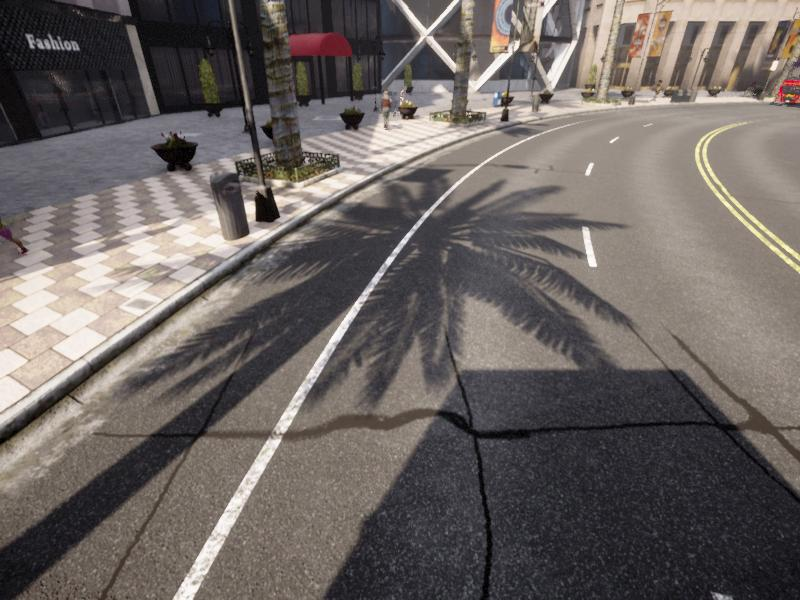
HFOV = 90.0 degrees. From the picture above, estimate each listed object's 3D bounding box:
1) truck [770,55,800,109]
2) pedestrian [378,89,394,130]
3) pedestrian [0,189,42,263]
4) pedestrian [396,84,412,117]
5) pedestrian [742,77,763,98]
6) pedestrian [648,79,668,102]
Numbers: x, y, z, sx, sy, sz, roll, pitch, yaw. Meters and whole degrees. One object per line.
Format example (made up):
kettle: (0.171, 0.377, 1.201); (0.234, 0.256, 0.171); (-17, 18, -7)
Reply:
truck: (37.212, -18.409, 33.735); (8.468, 3.827, 2.891); (-3, 30, -5)
pedestrian: (-0.737, -9.793, 20.575); (0.751, 1.860, 0.751); (-2, 30, -4)
pedestrian: (-6.694, -1.248, 6.702); (0.500, 1.100, 0.500); (6, 31, 10)
pedestrian: (0.252, -13.144, 26.325); (0.751, 1.860, 0.751); (-20, 36, -30)
pedestrian: (36.920, -22.236, 41.890); (0.751, 1.860, 0.751); (-6, 31, -10)
pedestrian: (23.872, -19.402, 37.032); (0.751, 1.860, 0.751); (-12, 33, -20)
